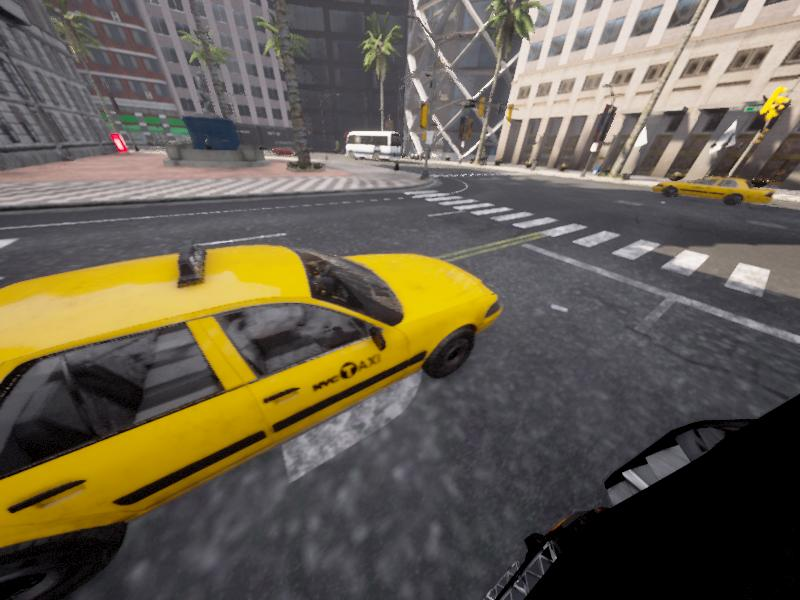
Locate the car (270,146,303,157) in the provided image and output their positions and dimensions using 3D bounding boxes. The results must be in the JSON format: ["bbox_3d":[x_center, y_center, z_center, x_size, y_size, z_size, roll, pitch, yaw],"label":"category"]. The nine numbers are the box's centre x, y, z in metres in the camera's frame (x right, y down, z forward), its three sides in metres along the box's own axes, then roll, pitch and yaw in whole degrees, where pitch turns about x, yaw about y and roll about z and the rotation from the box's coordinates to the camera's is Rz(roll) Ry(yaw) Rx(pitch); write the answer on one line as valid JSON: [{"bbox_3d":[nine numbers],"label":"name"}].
[{"bbox_3d":[-20.707,-27.242,42.335,4.792,1.488,2.163,4,33,2],"label":"car"}]

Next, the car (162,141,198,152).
[{"bbox_3d":[-38.224,-26.731,40.256,3.806,1.475,1.970,-9,35,-17],"label":"car"}]

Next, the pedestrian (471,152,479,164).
[{"bbox_3d":[13.589,-25.726,41.942,0.751,1.860,0.751,-22,41,-32],"label":"pedestrian"}]

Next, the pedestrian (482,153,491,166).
[{"bbox_3d":[15.122,-24.643,40.416,0.751,1.860,0.751,-22,41,-32],"label":"pedestrian"}]

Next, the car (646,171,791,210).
[{"bbox_3d":[20.610,-7.446,15.362,1.801,1.575,5.366,-18,39,-28],"label":"car"}]

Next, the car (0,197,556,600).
[{"bbox_3d":[-1.204,0.236,2.096,5.366,1.575,1.801,-18,39,-28],"label":"car"}]

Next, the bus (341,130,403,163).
[{"bbox_3d":[-5.050,-27.069,40.729,10.273,4.253,3.944,21,37,26],"label":"bus"}]
